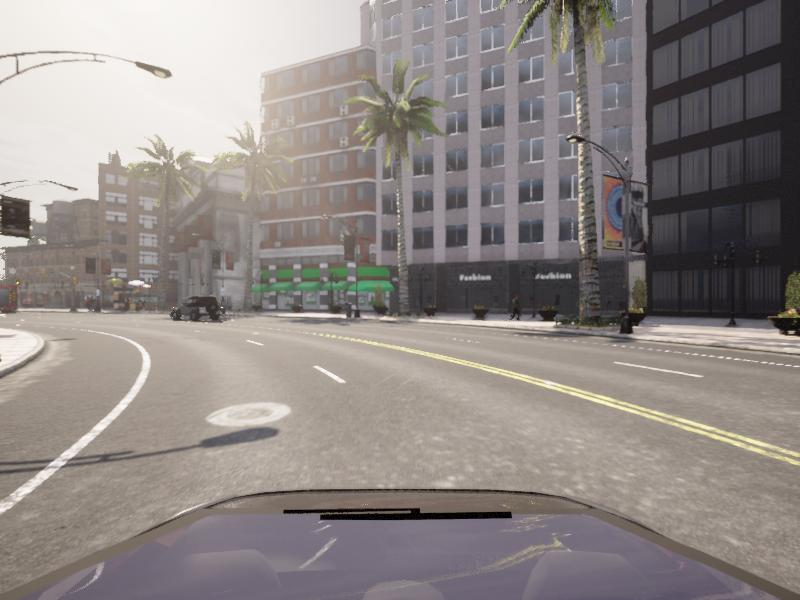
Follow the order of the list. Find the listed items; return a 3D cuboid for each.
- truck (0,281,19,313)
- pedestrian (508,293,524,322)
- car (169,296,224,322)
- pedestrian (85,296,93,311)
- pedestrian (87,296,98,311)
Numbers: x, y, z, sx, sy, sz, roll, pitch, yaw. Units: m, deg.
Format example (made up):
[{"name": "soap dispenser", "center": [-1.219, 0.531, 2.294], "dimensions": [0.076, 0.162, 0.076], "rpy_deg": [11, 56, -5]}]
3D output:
[{"name": "truck", "center": [-51.874, -0.322, 50.102], "dimensions": [8.468, 3.827, 2.891], "rpy_deg": [0, 0, 23]}, {"name": "pedestrian", "center": [7.651, 0.485, 26.347], "dimensions": [0.751, 1.860, 0.751], "rpy_deg": [0, 0, -41]}, {"name": "car", "center": [-15.426, 0.646, 30.303], "dimensions": [3.866, 1.878, 1.905], "rpy_deg": [0, 0, 31]}, {"name": "pedestrian", "center": [-39.805, 0.486, 51.162], "dimensions": [0.751, 1.860, 0.751], "rpy_deg": [0, 0, -44]}, {"name": "pedestrian", "center": [-39.203, 0.486, 51.023], "dimensions": [0.751, 1.860, 0.751], "rpy_deg": [0, 0, 3]}]
